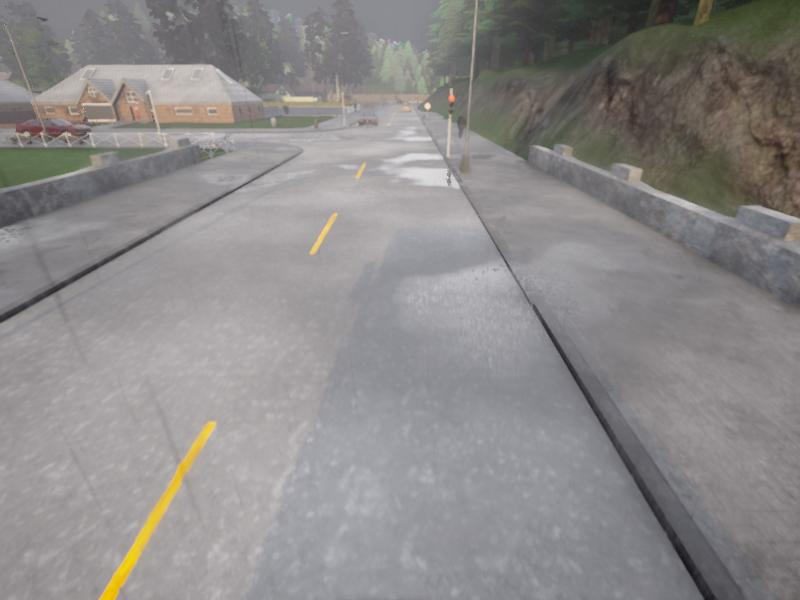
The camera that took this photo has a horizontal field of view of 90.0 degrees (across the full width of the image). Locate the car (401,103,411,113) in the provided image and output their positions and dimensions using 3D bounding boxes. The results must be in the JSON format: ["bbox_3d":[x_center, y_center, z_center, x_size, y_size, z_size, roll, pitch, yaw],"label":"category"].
[{"bbox_3d":[1.189,-37.826,78.683,1.801,1.575,5.366,0,27,1],"label":"car"}]

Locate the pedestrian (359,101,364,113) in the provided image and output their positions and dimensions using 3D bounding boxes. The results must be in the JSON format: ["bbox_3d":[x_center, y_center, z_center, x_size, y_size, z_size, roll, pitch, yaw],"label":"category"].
[{"bbox_3d":[-7.153,-35.538,73.632,0.751,1.860,0.751,0,27,0],"label":"pedestrian"}]

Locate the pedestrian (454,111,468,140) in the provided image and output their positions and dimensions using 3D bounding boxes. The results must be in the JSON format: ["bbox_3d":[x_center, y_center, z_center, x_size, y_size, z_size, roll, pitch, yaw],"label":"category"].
[{"bbox_3d":[4.357,-12.494,28.692,0.751,1.860,0.751,1,27,2],"label":"pedestrian"}]

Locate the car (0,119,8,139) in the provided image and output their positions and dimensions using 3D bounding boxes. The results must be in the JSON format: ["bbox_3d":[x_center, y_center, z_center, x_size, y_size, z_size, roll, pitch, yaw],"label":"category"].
[{"bbox_3d":[-33.039,-12.939,30.198,4.514,1.525,2.007,0,27,1],"label":"car"}]

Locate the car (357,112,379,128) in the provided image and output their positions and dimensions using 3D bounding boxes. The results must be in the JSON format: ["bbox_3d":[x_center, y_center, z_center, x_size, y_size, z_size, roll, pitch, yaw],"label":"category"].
[{"bbox_3d":[-3.359,-19.515,43.205,1.994,1.385,4.181,0,27,0],"label":"car"}]

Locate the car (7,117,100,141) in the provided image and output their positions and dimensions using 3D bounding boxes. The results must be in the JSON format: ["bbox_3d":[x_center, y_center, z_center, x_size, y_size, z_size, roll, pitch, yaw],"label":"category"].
[{"bbox_3d":[-25.996,-12.913,30.138,5.008,1.535,1.882,1,27,1],"label":"car"}]

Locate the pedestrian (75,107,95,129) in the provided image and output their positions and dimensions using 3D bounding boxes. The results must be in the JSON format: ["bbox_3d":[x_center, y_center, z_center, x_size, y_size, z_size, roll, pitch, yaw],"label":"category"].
[{"bbox_3d":[-30.027,-17.349,38.152,0.751,1.860,0.751,-2,27,-3],"label":"pedestrian"}]
